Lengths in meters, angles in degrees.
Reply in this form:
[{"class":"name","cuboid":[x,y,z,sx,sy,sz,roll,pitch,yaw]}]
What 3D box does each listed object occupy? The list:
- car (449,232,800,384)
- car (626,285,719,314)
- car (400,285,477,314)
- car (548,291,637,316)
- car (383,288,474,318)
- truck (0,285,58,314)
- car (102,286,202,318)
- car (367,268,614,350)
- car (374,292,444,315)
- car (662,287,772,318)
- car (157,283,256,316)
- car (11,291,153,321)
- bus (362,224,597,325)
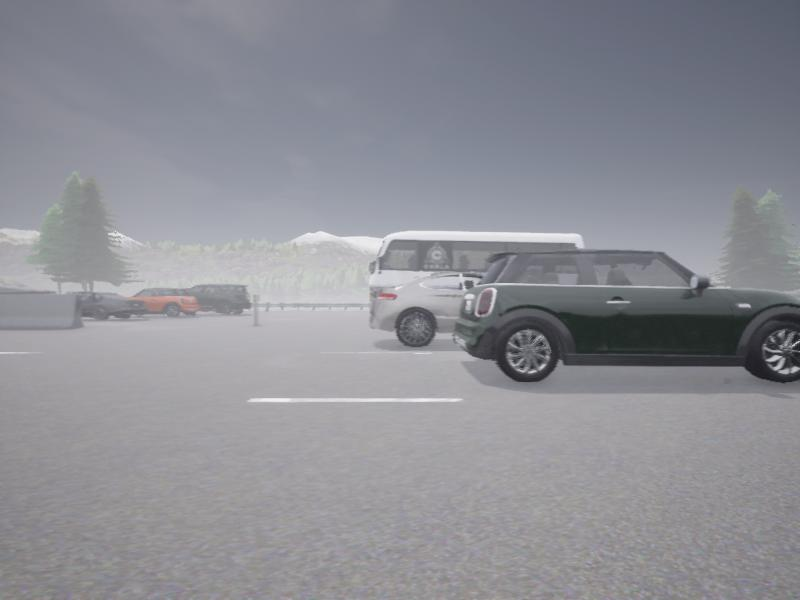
[{"class":"car","cuboid":[3.109,0.094,5.701,4.553,1.767,2.097,0,0,0]},{"class":"car","cuboid":[20.464,-0.036,30.202,5.566,2.045,2.150,0,0,0]},{"class":"car","cuboid":[2.787,-0.039,30.201,5.566,2.045,2.150,-1,0,0]},{"class":"car","cuboid":[12.728,0.221,26.701,5.008,1.535,1.882,-1,0,0]},{"class":"car","cuboid":[1.585,0.181,23.198,5.027,1.651,2.152,0,0,0]},{"class":"truck","cuboid":[-29.974,-0.051,30.194,6.274,2.098,2.390,0,0,0]},{"class":"car","cuboid":[-14.252,0.098,23.198,4.553,1.767,2.097,0,0,0]},{"class":"car","cuboid":[1.840,0.180,9.201,5.027,1.651,2.152,0,0,0]},{"class":"car","cuboid":[0.574,0.228,26.699,4.514,1.525,2.007,0,0,0]},{"class":"car","cuboid":[18.233,0.150,23.203,4.611,1.667,2.242,0,0,0]},{"class":"car","cuboid":[-12.794,-0.027,26.690,5.566,2.045,2.150,0,0,1]},{"class":"car","cuboid":[-15.474,0.298,19.699,5.357,1.411,2.033,0,0,0]},{"class":"bus","cuboid":[3.483,-1.125,19.578,10.273,4.253,3.944,1,0,0]}]
